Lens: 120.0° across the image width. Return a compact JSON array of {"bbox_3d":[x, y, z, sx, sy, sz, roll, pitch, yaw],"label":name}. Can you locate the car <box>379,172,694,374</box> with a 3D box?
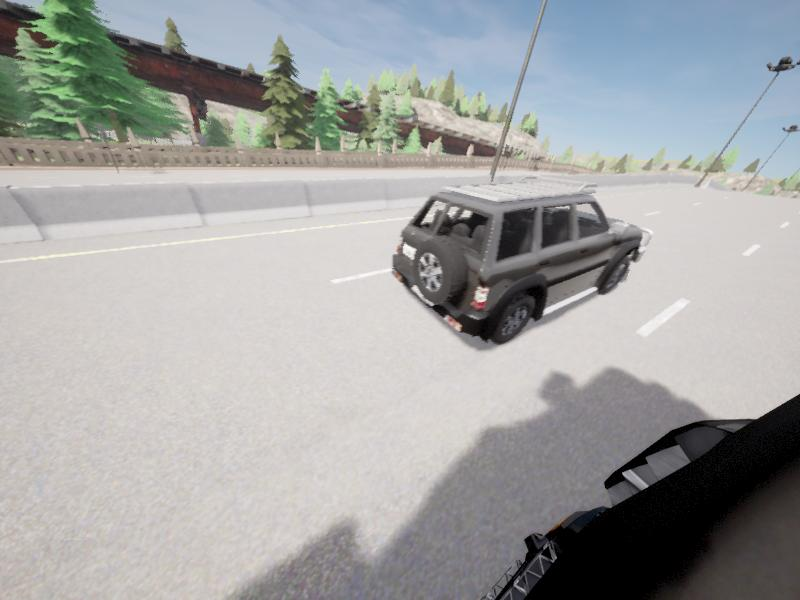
[{"bbox_3d":[2.165,-0.965,3.874,4.605,1.855,1.932,-16,38,-26],"label":"car"}]

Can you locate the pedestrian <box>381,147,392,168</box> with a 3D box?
[{"bbox_3d":[-1.539,-15.993,25.898,0.751,1.860,0.751,-10,35,-30],"label":"pedestrian"}]
